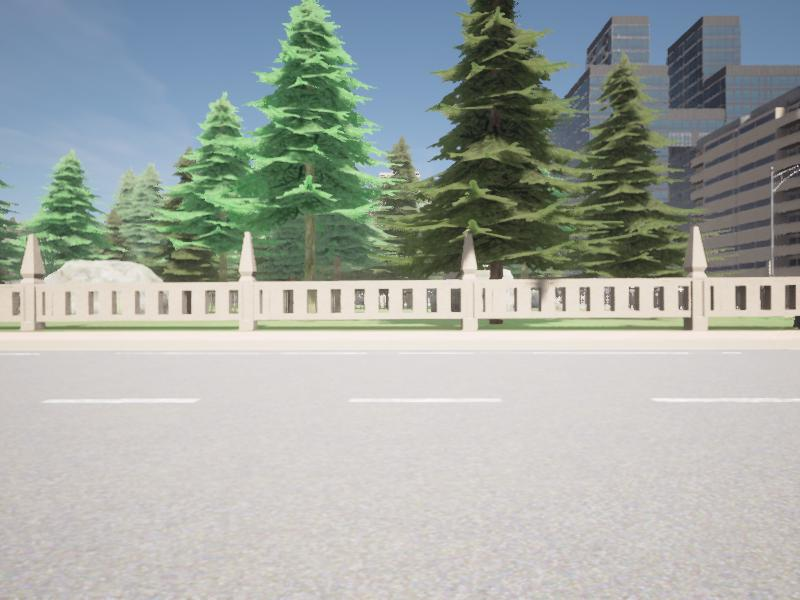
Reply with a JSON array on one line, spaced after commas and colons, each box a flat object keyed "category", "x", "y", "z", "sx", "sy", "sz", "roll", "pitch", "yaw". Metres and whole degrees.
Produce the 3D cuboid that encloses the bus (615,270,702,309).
[{"category": "bus", "x": 30.988, "y": -1.176, "z": 48.804, "sx": 3.944, "sy": 4.253, "sz": 10.273, "roll": 0, "pitch": 0, "yaw": 0}]
